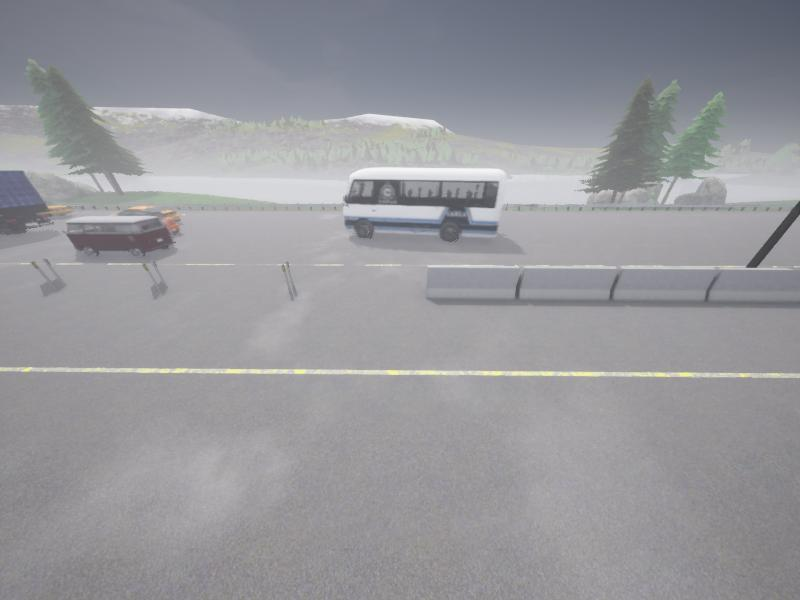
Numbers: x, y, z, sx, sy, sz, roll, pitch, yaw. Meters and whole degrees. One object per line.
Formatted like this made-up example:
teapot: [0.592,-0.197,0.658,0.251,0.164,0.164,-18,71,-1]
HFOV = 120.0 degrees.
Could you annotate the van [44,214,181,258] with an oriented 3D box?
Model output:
van: [-15.559,-3.567,12.795,4.442,1.987,1.775,0,30,1]

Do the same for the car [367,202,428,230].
car: [-0.127,-7.001,19.064,4.611,1.667,2.242,4,30,7]

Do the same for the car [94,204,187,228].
car: [-21.131,-6.901,19.021,5.008,1.535,1.882,0,30,1]

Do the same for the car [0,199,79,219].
car: [-35.127,-8.744,22.168,5.366,1.575,1.801,0,30,1]

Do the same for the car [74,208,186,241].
car: [-18.252,-5.248,15.899,4.553,1.767,2.097,0,30,1]

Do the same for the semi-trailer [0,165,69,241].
semi-trailer: [-32.445,-6.494,15.429,14.254,4.402,2.717,0,30,0]

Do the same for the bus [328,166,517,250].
bus: [1.269,-6.342,15.356,10.273,4.253,3.944,5,32,7]
